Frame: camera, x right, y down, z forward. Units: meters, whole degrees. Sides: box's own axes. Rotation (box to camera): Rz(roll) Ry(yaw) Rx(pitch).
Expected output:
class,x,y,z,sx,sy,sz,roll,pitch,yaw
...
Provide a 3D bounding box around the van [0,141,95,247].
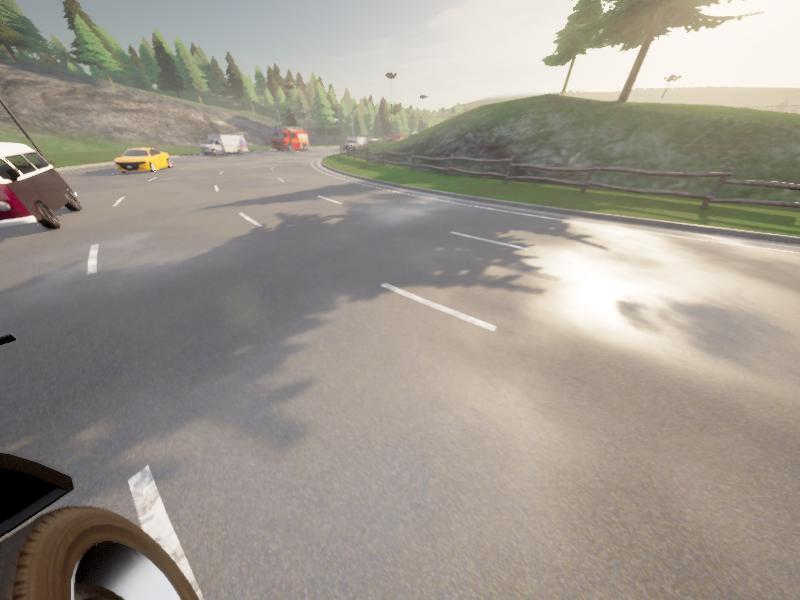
class,x,y,z,sx,sy,sz,roll,pitch,yaw
van,-11.307,-3.141,6.471,2.069,2.038,4.480,-25,43,-31

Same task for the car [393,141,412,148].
class,x,y,z,sx,sy,sz,roll,pitch,yaw
car,0.719,-44.186,65.643,5.027,1.651,2.152,6,35,8

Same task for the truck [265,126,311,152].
class,x,y,z,sx,sy,sz,roll,pitch,yaw
truck,-21.019,-30.816,44.297,2.891,3.827,8.468,8,36,10

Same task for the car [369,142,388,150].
class,x,y,z,sx,sy,sz,roll,pitch,yaw
car,-5.343,-37.499,56.222,4.181,1.385,1.994,-11,36,-16

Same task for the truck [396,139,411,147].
class,x,y,z,sx,sy,sz,roll,pitch,yaw
truck,1.219,-52.392,76.950,2.390,2.098,6.274,18,39,23

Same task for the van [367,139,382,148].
class,x,y,z,sx,sy,sz,roll,pitch,yaw
van,-6.930,-42.584,62.862,2.069,2.038,4.480,13,37,17

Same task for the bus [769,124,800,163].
class,x,y,z,sx,sy,sz,roll,pitch,yaw
bus,57.332,-19.521,29.001,10.273,4.253,3.944,20,39,25

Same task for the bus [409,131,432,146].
class,x,y,z,sx,sy,sz,roll,pitch,yaw
bus,7.647,-59.208,84.901,3.944,4.253,10.273,20,39,25

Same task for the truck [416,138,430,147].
class,x,y,z,sx,sy,sz,roll,pitch,yaw
truck,8.065,-55.154,80.686,2.627,2.467,5.204,20,39,25

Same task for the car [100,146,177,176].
class,x,y,z,sx,sy,sz,roll,pitch,yaw
car,-19.405,-10.667,17.542,1.882,1.535,5.008,-12,37,-17

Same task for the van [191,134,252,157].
class,x,y,z,sx,sy,sz,roll,pitch,yaw
van,-25.421,-22.384,33.405,2.351,2.431,6.366,12,37,16

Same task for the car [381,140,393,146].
class,x,y,z,sx,sy,sz,roll,pitch,yaw
car,-4.696,-58.305,85.723,2.152,1.651,5.027,19,39,25

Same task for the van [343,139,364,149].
class,x,y,z,sx,sy,sz,roll,pitch,yaw
van,-11.226,-37.806,56.034,4.442,1.987,1.775,-26,42,-32

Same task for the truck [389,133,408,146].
class,x,y,z,sx,sy,sz,roll,pitch,yaw
truck,-0.616,-59.176,85.109,2.891,3.827,8.468,20,39,25

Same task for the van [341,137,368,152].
class,x,y,z,sx,sy,sz,roll,pitch,yaw
van,-9.306,-32.216,47.693,2.351,2.431,6.366,13,37,16
